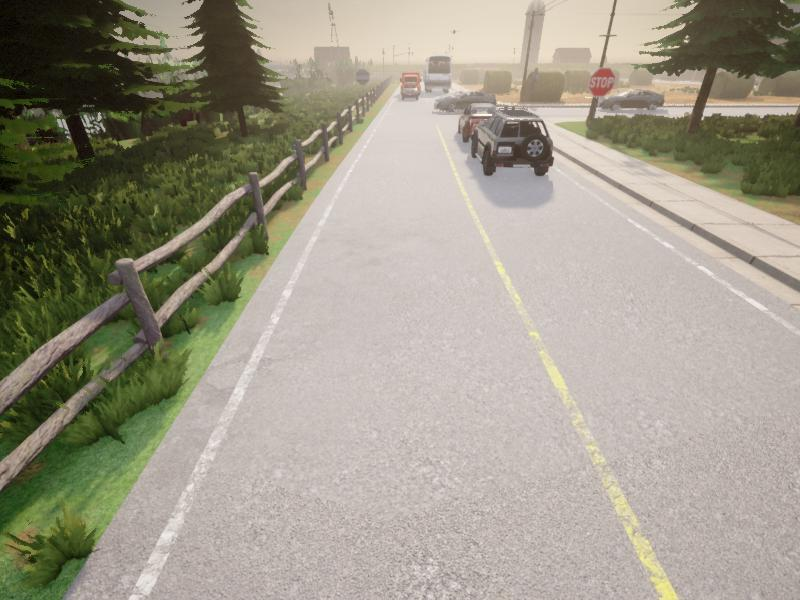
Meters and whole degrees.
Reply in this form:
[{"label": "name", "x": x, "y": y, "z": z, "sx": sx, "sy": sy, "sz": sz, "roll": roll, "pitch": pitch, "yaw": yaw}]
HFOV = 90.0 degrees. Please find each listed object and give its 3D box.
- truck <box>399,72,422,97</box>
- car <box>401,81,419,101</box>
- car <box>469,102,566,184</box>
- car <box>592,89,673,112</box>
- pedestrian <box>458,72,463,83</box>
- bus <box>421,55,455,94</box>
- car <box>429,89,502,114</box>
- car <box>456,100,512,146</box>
[{"label": "truck", "x": 1.288, "y": -26.019, "z": 48.115, "sx": 2.627, "sy": 2.467, "sz": 5.204, "roll": 1, "pitch": 30, "yaw": 1}, {"label": "car", "x": 1.077, "y": -22.167, "z": 42.374, "sx": 1.851, "sy": 1.617, "sz": 3.988, "roll": 1, "pitch": 30, "yaw": 1}, {"label": "car", "x": 3.649, "y": -5.440, "z": 13.457, "sx": 1.932, "sy": 1.855, "sz": 4.605, "roll": 1, "pitch": 30, "yaw": 1}, {"label": "car", "x": 18.227, "y": -15.784, "z": 31.604, "sx": 4.902, "sy": 1.511, "sz": 2.128, "roll": -1, "pitch": 30, "yaw": -1}, {"label": "pedestrian", "x": 12.067, "y": -44.644, "z": 80.268, "sx": 0.751, "sy": 1.860, "sz": 0.751, "roll": 8, "pitch": 31, "yaw": 14}, {"label": "bus", "x": 4.905, "y": -30.741, "z": 54.427, "sx": 3.944, "sy": 4.253, "sz": 10.273, "roll": 1, "pitch": 30, "yaw": 1}, {"label": "car", "x": 4.923, "y": -15.095, "z": 30.395, "sx": 4.902, "sy": 1.511, "sz": 2.128, "roll": -10, "pitch": 31, "yaw": -17}, {"label": "car", "x": 3.871, "y": -8.582, "z": 19.188, "sx": 2.007, "sy": 1.525, "sz": 4.514, "roll": 2, "pitch": 30, "yaw": 3}]
